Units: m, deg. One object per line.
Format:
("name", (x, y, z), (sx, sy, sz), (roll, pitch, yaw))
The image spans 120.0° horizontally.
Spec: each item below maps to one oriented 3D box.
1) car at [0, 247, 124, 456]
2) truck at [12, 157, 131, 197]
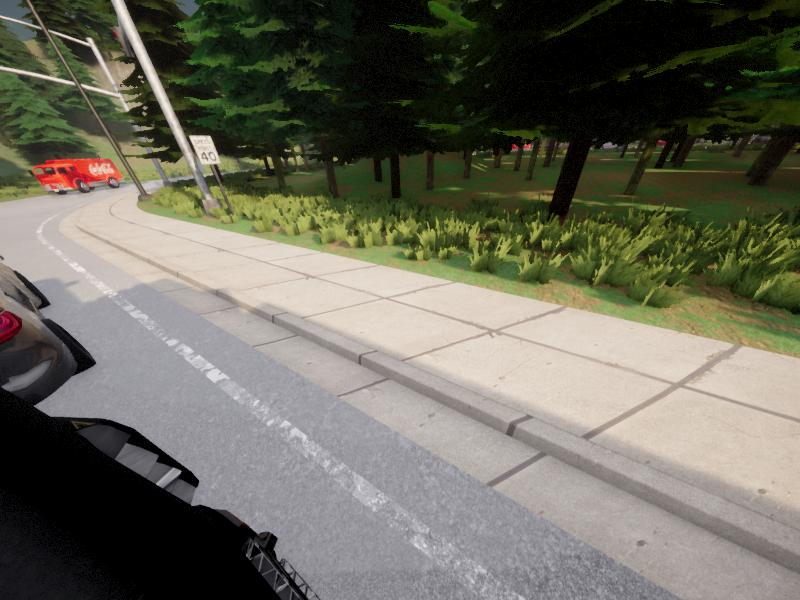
("car", (-5.791, 0.288, 2.440), (4.611, 1.667, 2.242), (16, 38, 26))
("truck", (-27.890, -10.843, 20.160), (2.627, 2.467, 5.204), (-7, 34, -6))
